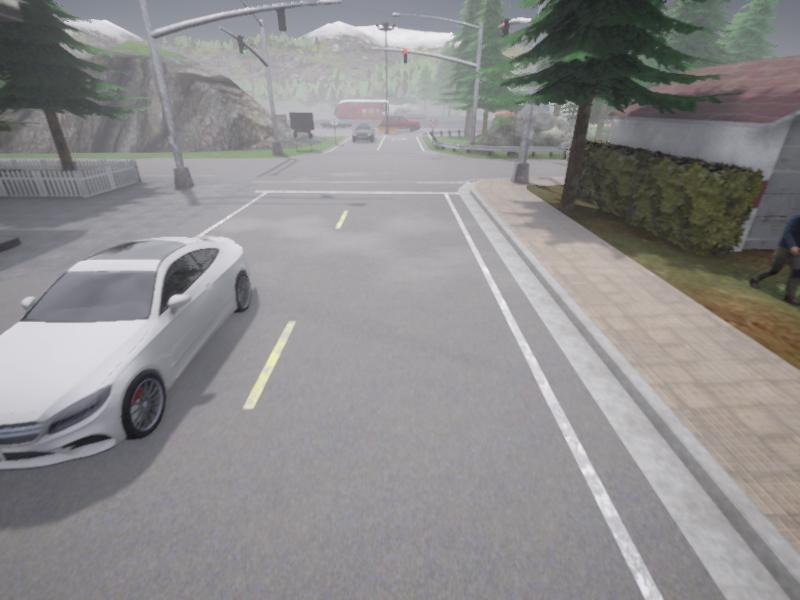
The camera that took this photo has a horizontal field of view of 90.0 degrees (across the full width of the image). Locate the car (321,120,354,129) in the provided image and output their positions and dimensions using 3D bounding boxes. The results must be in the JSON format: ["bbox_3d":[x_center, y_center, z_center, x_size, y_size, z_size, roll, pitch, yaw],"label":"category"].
[{"bbox_3d":[-9.558,-26.997,61.517,4.718,1.301,1.895,0,26,0],"label":"car"}]

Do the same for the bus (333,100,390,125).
[{"bbox_3d":[-7.129,-35.911,76.493,10.273,4.253,3.944,0,26,0],"label":"bus"}]

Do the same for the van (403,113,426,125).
[{"bbox_3d":[2.720,-34.904,77.051,4.442,1.987,1.775,0,26,0],"label":"van"}]

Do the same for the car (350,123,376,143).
[{"bbox_3d":[-3.450,-16.032,38.259,2.038,1.542,4.974,0,26,0],"label":"car"}]

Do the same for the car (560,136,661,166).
[{"bbox_3d":[12.865,-9.235,24.782,4.902,1.511,2.128,0,26,0],"label":"car"}]

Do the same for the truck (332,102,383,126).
[{"bbox_3d":[-7.362,-32.715,70.404,8.468,3.827,2.891,0,26,0],"label":"truck"}]

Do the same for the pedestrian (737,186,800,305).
[{"bbox_3d":[6.707,-0.910,6.778,0.751,1.860,0.751,0,26,0],"label":"pedestrian"}]

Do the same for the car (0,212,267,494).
[{"bbox_3d":[-3.512,0.085,5.397,1.812,1.442,4.674,-1,25,0],"label":"car"}]

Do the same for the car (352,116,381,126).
[{"bbox_3d":[-6.152,-33.116,74.086,5.027,1.651,2.152,0,26,0],"label":"car"}]

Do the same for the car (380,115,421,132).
[{"bbox_3d":[0.069,-24.233,55.015,5.566,2.045,2.150,0,26,0],"label":"car"}]
